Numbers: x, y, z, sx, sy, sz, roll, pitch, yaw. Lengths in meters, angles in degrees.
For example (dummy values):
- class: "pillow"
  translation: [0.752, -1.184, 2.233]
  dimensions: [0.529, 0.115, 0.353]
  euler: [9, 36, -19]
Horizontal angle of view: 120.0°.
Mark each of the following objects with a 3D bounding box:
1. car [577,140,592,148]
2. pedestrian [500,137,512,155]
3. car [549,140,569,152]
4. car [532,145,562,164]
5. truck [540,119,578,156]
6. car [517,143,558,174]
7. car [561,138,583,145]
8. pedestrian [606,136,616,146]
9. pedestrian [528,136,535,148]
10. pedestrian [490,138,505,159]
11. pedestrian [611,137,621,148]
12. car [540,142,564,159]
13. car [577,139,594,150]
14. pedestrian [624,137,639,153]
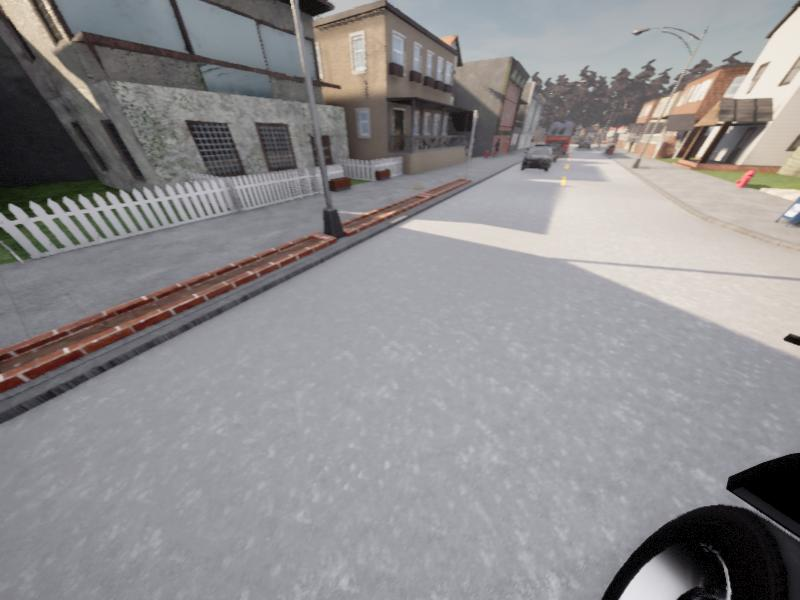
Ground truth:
- class: "car"
  translation: [39.518, -33.523, 49.574]
  dimensions: [1.994, 1.385, 4.181]
  euler: [20, 40, 25]
- class: "pedestrian"
  translation: [13.193, -19.153, 28.785]
  dimensions: [0.751, 1.860, 0.751]
  euler: [20, 40, 26]
- class: "car"
  translation: [27.112, -26.313, 39.372]
  dimensions: [2.163, 1.488, 4.792]
  euler: [20, 40, 25]
- class: "car"
  translation: [14.885, -14.767, 23.322]
  dimensions: [1.994, 1.385, 4.181]
  euler: [20, 40, 25]
- class: "truck"
  translation: [22.529, -22.948, 32.651]
  dimensions: [2.891, 3.827, 8.468]
  euler: [20, 40, 25]
- class: "car"
  translation: [10.847, -11.156, 18.038]
  dimensions: [1.930, 1.638, 5.238]
  euler: [19, 40, 24]
- class: "car"
  translation: [48.032, -44.248, 64.539]
  dimensions: [2.033, 1.411, 5.357]
  euler: [-1, 36, -2]
- class: "pedestrian"
  translation: [47.420, -35.694, 51.979]
  dimensions: [0.751, 1.860, 0.751]
  euler: [10, 37, 14]
- class: "pedestrian"
  translation: [26.001, -31.169, 45.590]
  dimensions: [0.751, 1.860, 0.751]
  euler: [15, 38, 20]
- class: "pedestrian"
  translation: [10.304, -16.034, 24.424]
  dimensions: [0.751, 1.860, 0.751]
  euler: [-26, 43, -31]
- class: "pedestrian"
  translation: [43.922, -32.089, 46.954]
  dimensions: [0.751, 1.860, 0.751]
  euler: [21, 40, 26]
- class: "car"
  translation: [18.046, -17.801, 27.406]
  dimensions: [1.789, 1.549, 3.705]
  euler: [20, 40, 25]
- class: "car"
  translation: [36.232, -30.486, 45.187]
  dimensions: [2.038, 1.542, 4.974]
  euler: [20, 40, 25]
- class: "pedestrian"
  translation: [33.190, -22.218, 33.147]
  dimensions: [0.751, 1.860, 0.751]
  euler: [20, 40, 25]
